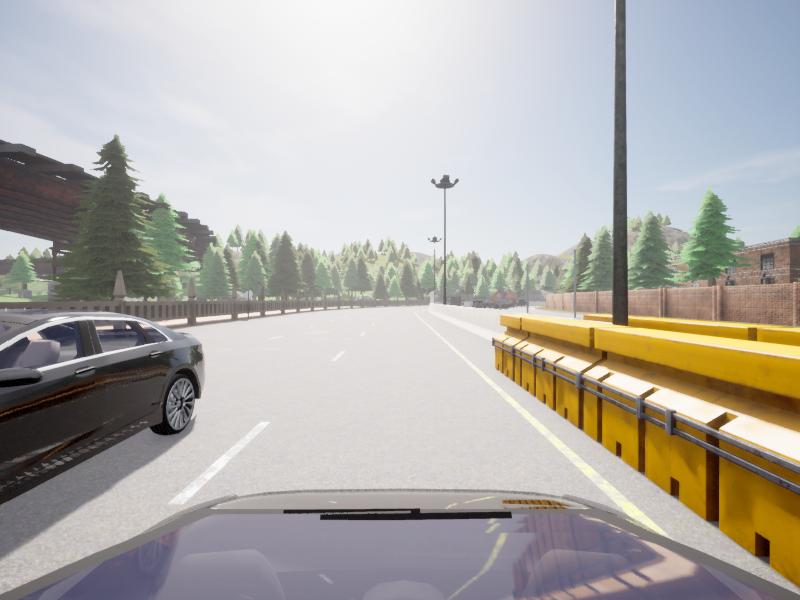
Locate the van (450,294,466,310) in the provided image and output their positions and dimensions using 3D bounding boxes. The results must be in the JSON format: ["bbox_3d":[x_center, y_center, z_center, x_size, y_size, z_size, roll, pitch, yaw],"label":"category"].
[{"bbox_3d":[9.940,0.335,68.462,1.988,2.561,5.915,-1,0,14],"label":"van"}]

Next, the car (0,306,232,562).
[{"bbox_3d":[-3.500,0.837,3.363,2.128,1.511,4.902,0,0,0],"label":"car"}]
